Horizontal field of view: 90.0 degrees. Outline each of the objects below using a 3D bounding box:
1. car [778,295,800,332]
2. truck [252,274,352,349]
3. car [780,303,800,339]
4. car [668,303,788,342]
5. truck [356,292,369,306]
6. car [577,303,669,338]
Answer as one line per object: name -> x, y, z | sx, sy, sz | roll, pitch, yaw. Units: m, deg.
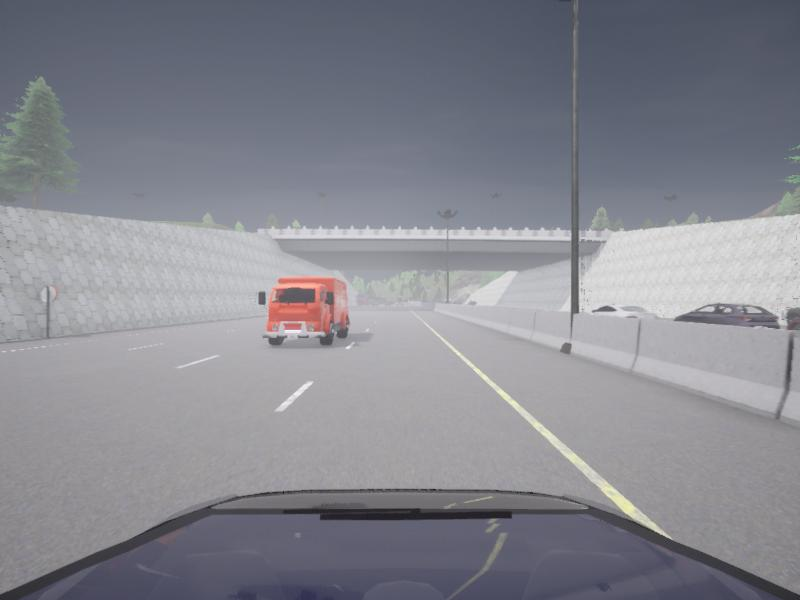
car -> 21.002, 0.680, 18.872 | 1.932, 1.855, 4.605 | 0, 0, 0
truck -> -3.498, 0.377, 15.622 | 2.627, 2.467, 5.204 | 0, 0, 0
car -> 17.500, 0.875, 15.383 | 1.816, 1.474, 4.193 | 0, 0, 0
car -> 14.002, 0.878, 17.460 | 1.816, 1.474, 4.193 | 0, 0, 0
truck -> -10.533, -0.176, 114.313 | 2.891, 3.827, 8.468 | 0, 0, 0
car -> 10.504, 0.896, 19.323 | 1.812, 1.442, 4.674 | 0, 0, 0
